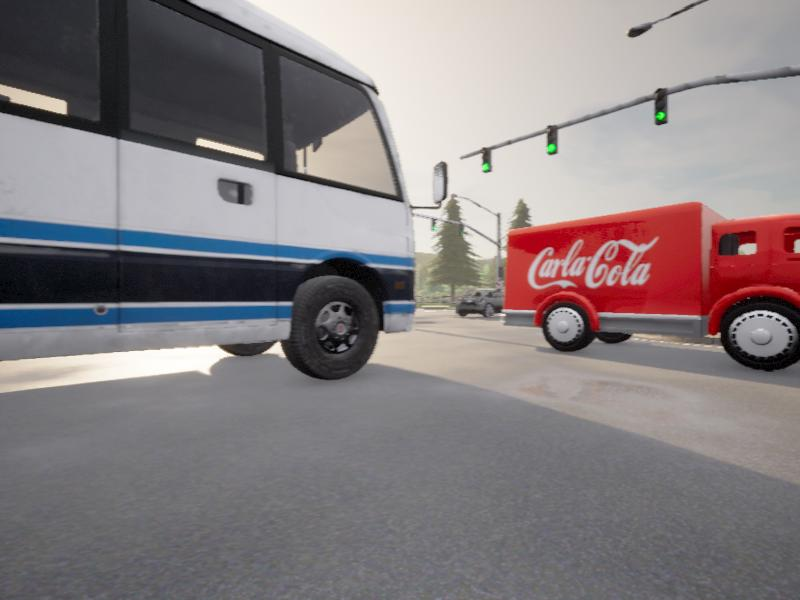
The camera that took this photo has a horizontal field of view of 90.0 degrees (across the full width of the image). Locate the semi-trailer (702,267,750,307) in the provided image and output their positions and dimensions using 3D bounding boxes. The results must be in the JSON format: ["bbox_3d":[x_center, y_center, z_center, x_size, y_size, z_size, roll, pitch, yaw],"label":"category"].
[{"bbox_3d":[41.240,-1.457,50.281,14.254,4.402,2.717,0,0,-43],"label":"semi-trailer"}]

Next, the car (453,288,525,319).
[{"bbox_3d":[4.826,0.156,21.449,3.806,1.475,1.970,0,0,-43],"label":"car"}]

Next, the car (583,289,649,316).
[{"bbox_3d":[13.322,0.121,24.525,4.902,1.511,2.128,0,0,-43],"label":"car"}]

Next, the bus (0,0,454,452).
[{"bbox_3d":[-4.347,-1.151,3.612,10.273,4.253,3.944,0,0,-43],"label":"bus"}]

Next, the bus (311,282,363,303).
[{"bbox_3d":[-13.036,-1.480,83.337,10.273,4.253,3.944,0,0,-43],"label":"bus"}]

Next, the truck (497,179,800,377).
[{"bbox_3d":[4.720,-0.281,7.219,2.627,2.467,5.204,0,0,-42],"label":"truck"}]
